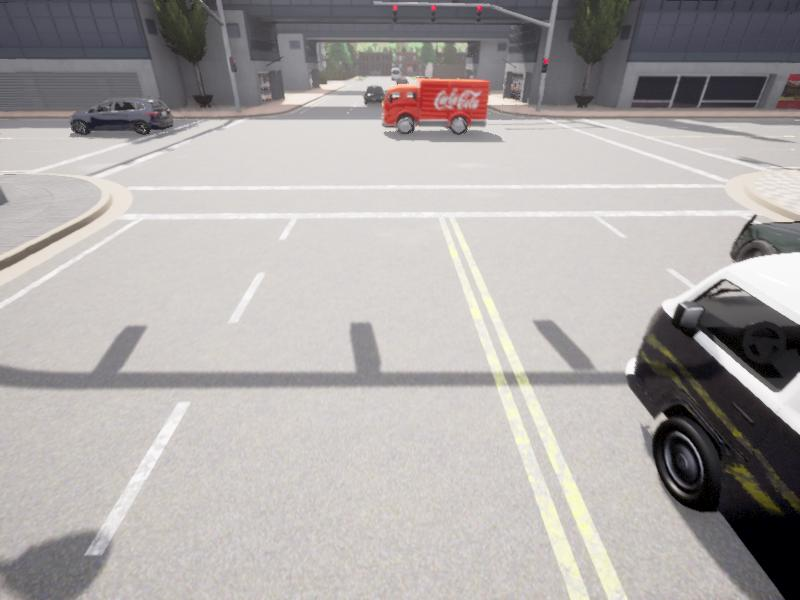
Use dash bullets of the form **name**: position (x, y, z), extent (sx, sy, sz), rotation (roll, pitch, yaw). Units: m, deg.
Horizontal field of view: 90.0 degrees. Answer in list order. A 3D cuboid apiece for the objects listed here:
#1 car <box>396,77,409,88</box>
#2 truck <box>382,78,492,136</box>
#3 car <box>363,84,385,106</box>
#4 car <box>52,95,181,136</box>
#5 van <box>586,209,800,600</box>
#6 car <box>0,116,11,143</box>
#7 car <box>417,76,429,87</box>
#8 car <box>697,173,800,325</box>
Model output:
- **car**: position (0.380, -36.257, 66.609), extent (1.994, 1.385, 4.181), rotation (-1, 30, -1)
- **truck**: position (1.711, -9.941, 20.562), extent (5.204, 2.467, 2.627), rotation (-1, 30, -2)
- **car**: position (-2.305, -18.799, 36.635), extent (1.837, 1.490, 4.892), rotation (-1, 31, -1)
- **car**: position (-14.169, -9.391, 20.319), extent (4.611, 1.667, 2.242), rotation (0, 30, -1)
- **van**: position (3.076, 1.276, 1.819), extent (2.069, 2.038, 4.480), rotation (-1, 30, -2)
- **car**: position (-20.561, -7.556, 17.197), extent (5.027, 1.651, 2.152), rotation (-1, 30, -2)
- **car**: position (3.903, -36.903, 67.496), extent (1.851, 1.617, 3.988), rotation (0, 30, 0)
- **car**: position (6.496, -0.156, 4.789), extent (2.038, 1.542, 4.974), rotation (0, 30, -1)
